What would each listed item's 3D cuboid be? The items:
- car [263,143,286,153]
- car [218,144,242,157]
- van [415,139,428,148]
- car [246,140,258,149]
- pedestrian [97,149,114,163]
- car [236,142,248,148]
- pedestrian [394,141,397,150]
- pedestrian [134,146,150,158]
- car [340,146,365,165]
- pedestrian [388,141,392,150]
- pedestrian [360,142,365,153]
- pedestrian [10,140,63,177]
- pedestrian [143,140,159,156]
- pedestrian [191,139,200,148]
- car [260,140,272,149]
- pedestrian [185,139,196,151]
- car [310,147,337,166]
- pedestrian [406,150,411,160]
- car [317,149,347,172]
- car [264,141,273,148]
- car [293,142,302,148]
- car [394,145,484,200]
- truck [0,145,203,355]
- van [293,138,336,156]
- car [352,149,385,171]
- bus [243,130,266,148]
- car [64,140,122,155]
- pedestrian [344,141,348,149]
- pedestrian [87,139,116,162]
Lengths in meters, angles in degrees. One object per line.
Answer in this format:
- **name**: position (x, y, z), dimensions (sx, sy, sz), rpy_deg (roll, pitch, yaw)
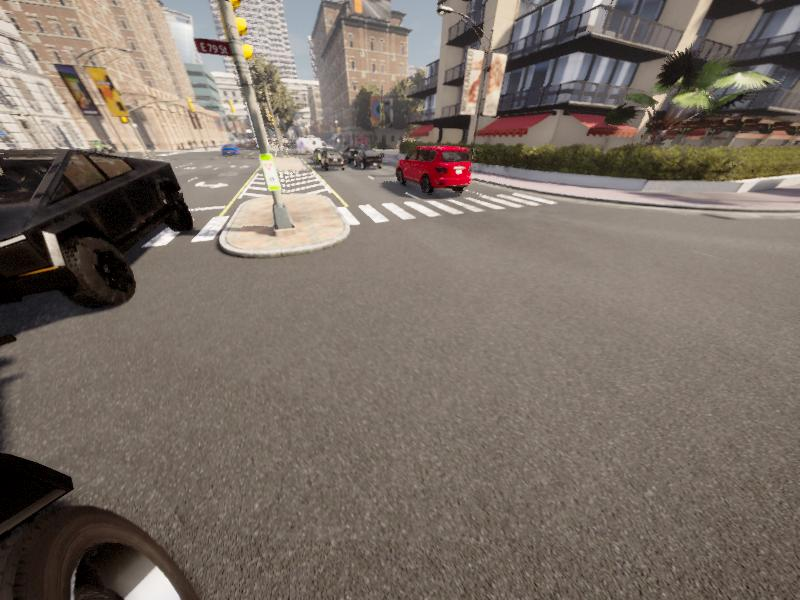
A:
- **car**: position (-24.807, -30.173, 45.840), dimensions (3.633, 1.501, 1.845), rpy_deg (-13, 37, -19)
- **car**: position (-26.244, -23.256, 35.806), dimensions (1.882, 1.535, 5.008), rpy_deg (-13, 37, -19)
- **van**: position (7.490, -55.929, 82.730), dimensions (1.988, 2.561, 5.915), rpy_deg (-13, 37, -19)
- **car**: position (-39.509, -41.678, 61.907), dimensions (1.905, 1.878, 3.866), rpy_deg (-13, 37, -19)
- **pedestrian**: position (-28.629, -14.010, 22.472), dimensions (0.500, 1.100, 0.500), rpy_deg (-26, 43, -33)
- **car**: position (-44.810, -43.932, 65.566), dimensions (1.895, 1.301, 4.718), rpy_deg (-13, 37, -19)
- **pedestrian**: position (-1.233, -41.889, 62.601), dimensions (0.751, 1.860, 0.751), rpy_deg (-13, 37, -19)
- **pedestrian**: position (-34.345, -19.780, 30.802), dimensions (0.751, 1.300, 0.751), rpy_deg (-11, 36, -16)
- **car**: position (-5.577, -17.049, 27.146), dimensions (1.851, 1.617, 3.988), rpy_deg (-13, 37, -19)
- **pedestrian**: position (-2.606, -40.903, 61.151), dimensions (0.751, 1.860, 0.751), rpy_deg (-17, 39, -24)
- **pedestrian**: position (-7.975, -32.584, 49.294), dimensions (0.751, 1.860, 0.751), rpy_deg (-12, 37, -18)
- **pedestrian**: position (-22.513, -8.788, 14.364), dimensions (0.751, 1.860, 0.751), rpy_deg (-14, 37, -20)
- **pedestrian**: position (-36.073, -21.996, 33.483), dimensions (0.751, 1.860, 0.751), rpy_deg (-11, 36, -17)
- **pedestrian**: position (-49.492, -37.845, 55.884), dimensions (0.751, 1.860, 0.751), rpy_deg (-14, 37, -20)
- **car**: position (-35.189, -40.987, 60.838), dimensions (2.150, 2.045, 5.566), rpy_deg (-13, 37, -19)
- **pedestrian**: position (-41.298, -30.544, 45.477), dimensions (0.751, 1.860, 0.751), rpy_deg (-6, 35, -10)
- **car**: position (-8.515, -15.868, 25.455), dimensions (2.007, 1.525, 4.514), rpy_deg (-13, 37, -19)
- **pedestrian**: position (1.080, -18.501, 29.500), dimensions (0.500, 1.100, 0.500), rpy_deg (-13, 37, -19)
- **car**: position (-6.143, -12.611, 20.765), dimensions (1.789, 1.549, 3.705), rpy_deg (-13, 37, -19)
- **car**: position (-39.903, -47.319, 70.257), dimensions (1.930, 1.638, 5.238), rpy_deg (-13, 37, -19)
- **car**: position (-30.594, -46.335, 69.045), dimensions (2.038, 1.542, 4.974), rpy_deg (-13, 37, -19)
- **car**: position (1.687, -7.266, 12.748), dimensions (2.150, 2.045, 5.566), rpy_deg (-13, 37, -19)
- **truck**: position (-6.537, -1.755, 4.586), dimensions (2.390, 2.098, 6.274), rpy_deg (-14, 37, -21)
- **van**: position (-14.699, -26.397, 39.773), dimensions (6.366, 2.431, 2.351), rpy_deg (-13, 37, -19)
- **car**: position (-3.153, -13.656, 22.383), dimensions (1.837, 1.490, 4.892), rpy_deg (-13, 37, -19)
- **bus**: position (-43.787, -48.756, 69.962), dimensions (3.944, 4.253, 10.273), rpy_deg (-13, 37, -19)
- **car**: position (-46.267, -23.180, 35.035), dimensions (4.605, 1.855, 1.932), rpy_deg (-13, 37, -19)
- **pedestrian**: position (-14.487, -41.440, 61.713), dimensions (0.751, 1.860, 0.751), rpy_deg (-10, 36, -16)
- **pedestrian**: position (-30.094, -15.084, 23.330), dimensions (0.751, 1.860, 0.751), rpy_deg (-5, 35, -8)
